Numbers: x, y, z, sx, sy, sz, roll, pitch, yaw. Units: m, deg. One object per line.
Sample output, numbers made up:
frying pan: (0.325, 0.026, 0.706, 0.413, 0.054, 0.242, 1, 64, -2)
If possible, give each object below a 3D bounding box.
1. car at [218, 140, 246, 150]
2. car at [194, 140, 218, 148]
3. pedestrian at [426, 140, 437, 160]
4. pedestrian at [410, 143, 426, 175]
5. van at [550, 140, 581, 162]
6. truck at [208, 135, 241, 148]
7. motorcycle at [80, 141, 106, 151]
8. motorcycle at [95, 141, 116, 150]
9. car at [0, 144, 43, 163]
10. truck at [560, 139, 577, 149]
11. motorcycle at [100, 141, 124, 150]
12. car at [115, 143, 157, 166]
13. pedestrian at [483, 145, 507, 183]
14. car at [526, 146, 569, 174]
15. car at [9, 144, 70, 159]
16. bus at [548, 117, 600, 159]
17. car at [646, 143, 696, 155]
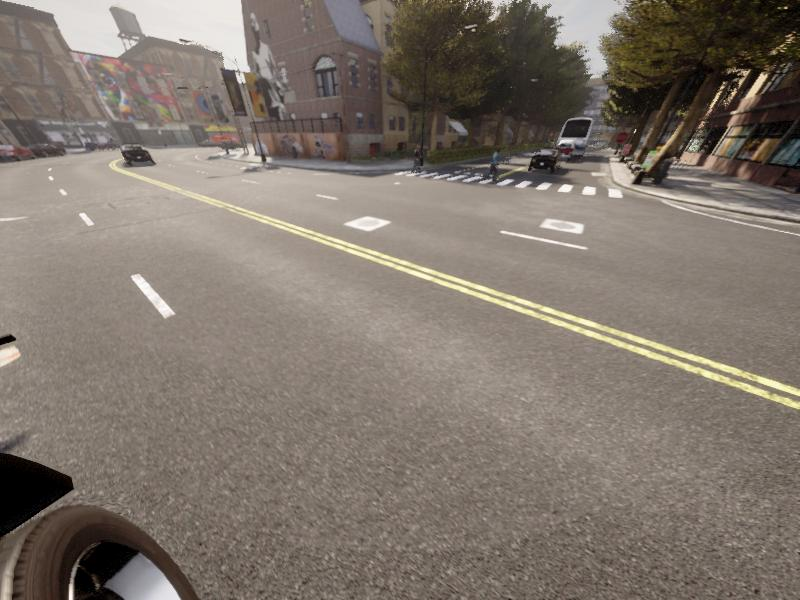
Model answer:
car: (-35.359, -32.788, 48.695, 2.242, 1.667, 4.611, 3, 35, 4)
car: (-45.019, -36.362, 53.797, 1.970, 1.475, 3.806, 6, 36, 7)
pedestrian: (3.458, -16.475, 25.343, 0.751, 1.860, 0.751, 19, 39, 24)
pedestrian: (1.241, -9.981, 16.393, 0.751, 1.860, 0.751, 22, 41, 28)
van: (19.757, -17.820, 27.532, 2.069, 2.038, 4.480, 23, 40, 29)
truck: (-41.155, -37.438, 54.417, 2.627, 2.467, 5.204, 8, 36, 10)
motorcycle: (-50.717, -25.502, 38.228, 2.209, 1.251, 0.867, -29, 45, -35)
motorcycle: (-50.522, -26.486, 39.675, 1.805, 1.236, 0.856, -29, 45, -35)
car: (-40.154, -15.204, 23.822, 2.002, 1.452, 4.674, -21, 41, -27)
truck: (41.932, -38.778, 57.359, 2.390, 2.098, 6.274, 23, 41, 28)
motorcycle: (-50.749, -27.271, 40.735, 2.356, 1.277, 0.764, -29, 45, -35)
car: (-25.516, -14.154, 22.301, 5.238, 1.638, 1.930, 30, 45, 35)
pedestrian: (5.625, -8.105, 13.774, 0.751, 1.860, 0.751, 22, 41, 28)
car: (12.399, -11.813, 19.316, 1.930, 1.638, 5.238, 22, 41, 28)
car: (-43.150, -17.974, 27.848, 1.895, 1.301, 4.718, -14, 38, -20)
bus: (24.859, -22.872, 32.821, 3.944, 4.253, 10.273, 23, 41, 29)
car: (47.520, -26.684, 40.735, 5.366, 1.575, 1.801, 23, 41, 28)
